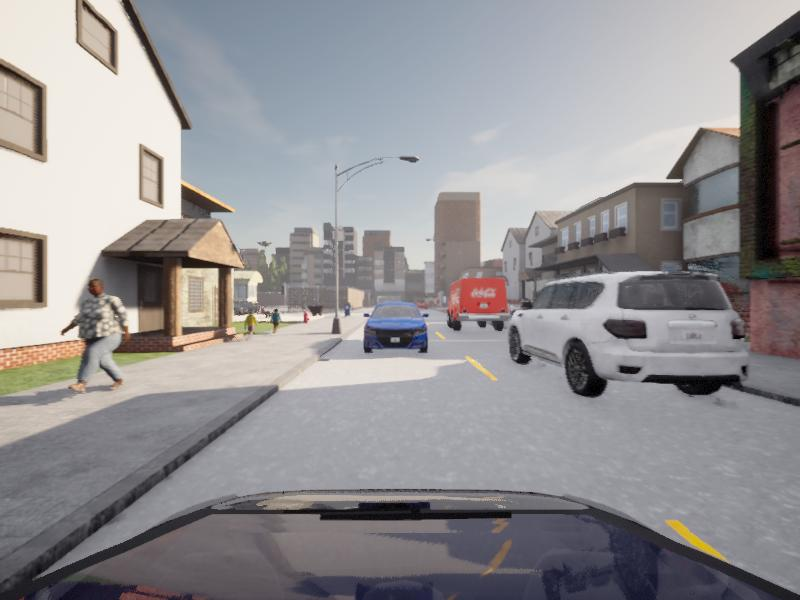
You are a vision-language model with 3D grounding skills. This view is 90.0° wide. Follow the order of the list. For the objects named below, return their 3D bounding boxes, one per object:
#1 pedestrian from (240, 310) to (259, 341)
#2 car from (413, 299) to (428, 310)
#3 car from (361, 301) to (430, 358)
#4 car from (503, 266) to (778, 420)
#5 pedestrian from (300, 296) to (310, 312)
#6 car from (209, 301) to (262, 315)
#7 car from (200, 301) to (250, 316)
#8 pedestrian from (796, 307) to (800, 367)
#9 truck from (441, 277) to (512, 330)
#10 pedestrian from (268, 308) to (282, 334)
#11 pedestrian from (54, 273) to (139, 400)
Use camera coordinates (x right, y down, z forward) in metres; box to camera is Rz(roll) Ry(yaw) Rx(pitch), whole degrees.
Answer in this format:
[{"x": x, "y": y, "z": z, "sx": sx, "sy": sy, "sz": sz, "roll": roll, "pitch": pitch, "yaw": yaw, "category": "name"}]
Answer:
[{"x": -5.439, "y": 0.907, "z": 14.461, "sx": 0.500, "sy": 1.100, "sz": 0.500, "roll": 0, "pitch": 0, "yaw": -2, "category": "pedestrian"}, {"x": 3.402, "y": 0.733, "z": 67.316, "sx": 2.242, "sy": 1.667, "sz": 4.611, "roll": 0, "pitch": 0, "yaw": -2, "category": "car"}, {"x": -0.118, "y": 0.818, "z": 13.381, "sx": 1.882, "sy": 1.535, "sz": 5.008, "roll": 0, "pitch": 0, "yaw": 0, "category": "car"}, {"x": 3.934, "y": 0.566, "z": 8.134, "sx": 2.150, "sy": 2.045, "sz": 5.566, "roll": 0, "pitch": 0, "yaw": -1, "category": "car"}, {"x": -11.219, "y": 0.517, "z": 47.247, "sx": 0.751, "sy": 1.860, "sz": 0.751, "roll": 0, "pitch": 0, "yaw": 30, "category": "pedestrian"}, {"x": -18.006, "y": 0.819, "z": 43.886, "sx": 4.902, "sy": 1.511, "sz": 2.128, "roll": 0, "pitch": 0, "yaw": 1, "category": "car"}, {"x": -17.408, "y": 0.839, "z": 39.961, "sx": 4.193, "sy": 1.474, "sz": 1.816, "roll": 0, "pitch": 0, "yaw": -1, "category": "car"}, {"x": 9.004, "y": 0.810, "z": 8.342, "sx": 0.751, "sy": 1.300, "sz": 0.751, "roll": 0, "pitch": 0, "yaw": 6, "category": "pedestrian"}, {"x": 3.854, "y": 0.305, "z": 21.395, "sx": 2.627, "sy": 2.467, "sz": 5.204, "roll": 0, "pitch": -3, "yaw": -2, "category": "truck"}, {"x": -5.477, "y": 0.906, "z": 17.551, "sx": 0.500, "sy": 1.100, "sz": 0.500, "roll": 0, "pitch": 0, "yaw": -1, "category": "pedestrian"}, {"x": -4.715, "y": 0.530, "z": 6.263, "sx": 0.751, "sy": 1.860, "sz": 0.751, "roll": 0, "pitch": 0, "yaw": 9, "category": "pedestrian"}]
